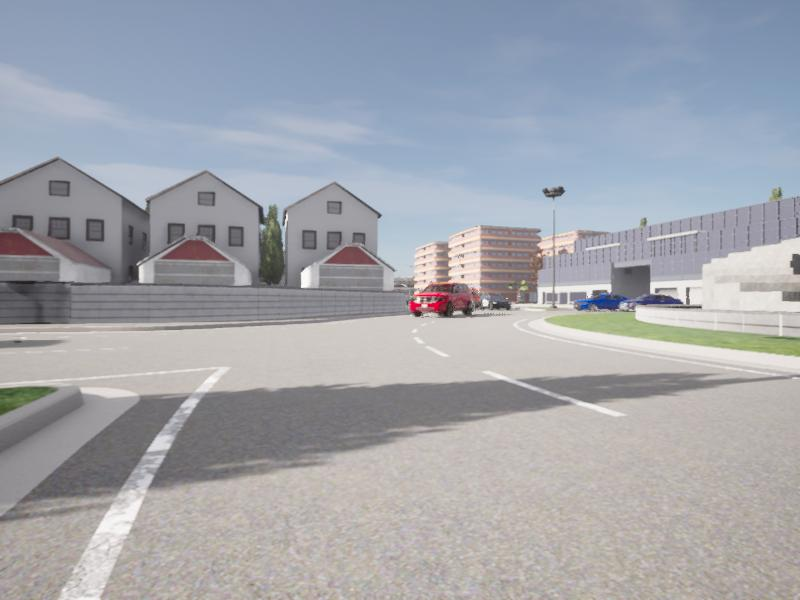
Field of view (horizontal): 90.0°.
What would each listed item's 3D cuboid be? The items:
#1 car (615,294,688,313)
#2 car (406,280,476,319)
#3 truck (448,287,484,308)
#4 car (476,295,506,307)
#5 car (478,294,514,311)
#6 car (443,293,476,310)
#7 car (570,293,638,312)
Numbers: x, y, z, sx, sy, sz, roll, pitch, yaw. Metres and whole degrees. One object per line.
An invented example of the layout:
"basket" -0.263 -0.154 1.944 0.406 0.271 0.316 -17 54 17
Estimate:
"car" 19.347 0.271 30.852 4.674 1.442 1.812 0 0 -5
"car" 2.622 -0.037 23.807 2.150 2.045 5.566 0 0 28
"truck" 7.988 -0.237 49.016 2.627 2.467 5.204 0 -1 -13
"car" 13.410 0.148 59.205 2.242 1.667 4.611 0 0 -18
"car" 9.461 0.221 39.700 2.038 1.542 4.974 0 0 -5
"car" 5.927 0.171 40.491 2.033 1.649 4.856 0 0 -7
"car" 17.226 0.222 33.882 5.008 1.535 1.882 0 0 -10
